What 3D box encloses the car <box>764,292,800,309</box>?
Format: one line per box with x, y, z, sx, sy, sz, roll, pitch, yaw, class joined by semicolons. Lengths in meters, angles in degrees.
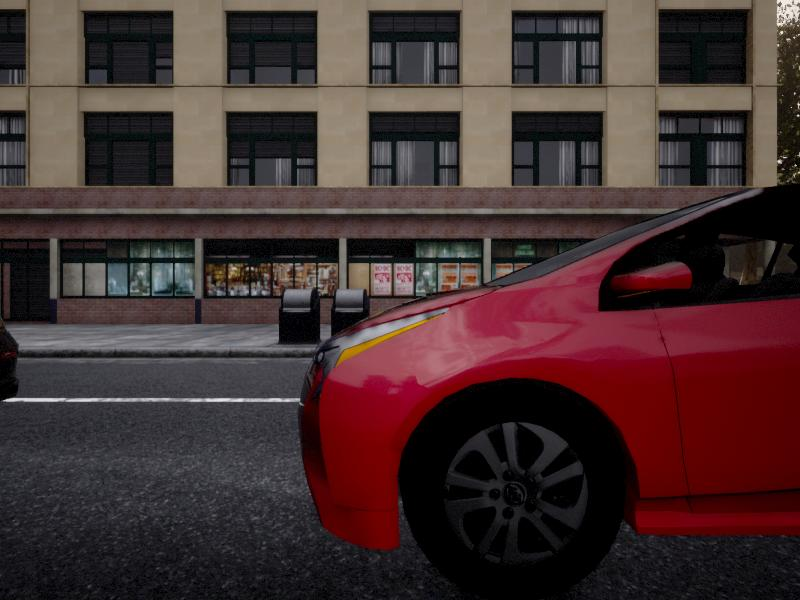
42.436;0.046;43.539;3.866;1.878;1.905;0;0;-1;car

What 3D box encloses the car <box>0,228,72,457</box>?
-4.859;0.270;2.172;4.674;1.442;1.812;0;0;0;car

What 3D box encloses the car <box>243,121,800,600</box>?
1.791;0.228;2.195;4.514;1.525;2.007;0;0;0;car

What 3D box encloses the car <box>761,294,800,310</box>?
39.213;0.201;39.935;5.366;1.575;1.801;0;0;-12;car
